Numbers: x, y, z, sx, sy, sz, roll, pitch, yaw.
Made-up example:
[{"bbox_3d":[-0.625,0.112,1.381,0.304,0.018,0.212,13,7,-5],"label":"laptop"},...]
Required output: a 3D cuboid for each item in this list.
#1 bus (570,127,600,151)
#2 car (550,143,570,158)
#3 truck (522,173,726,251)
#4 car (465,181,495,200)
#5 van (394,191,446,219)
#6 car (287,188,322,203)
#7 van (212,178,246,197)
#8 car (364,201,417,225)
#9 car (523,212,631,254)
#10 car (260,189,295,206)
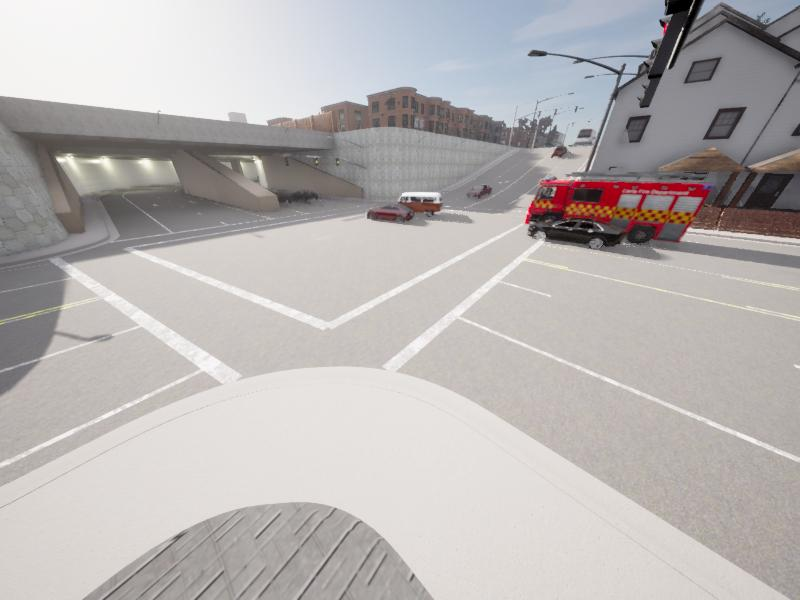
[{"bbox_3d":[48.458,-41.763,60.393,3.944,4.253,10.273,23,37,35],"label":"bus"},{"bbox_3d":[30.367,-28.347,43.822,1.851,1.617,3.988,24,51,34],"label":"car"},{"bbox_3d":[13.661,-6.381,15.585,8.468,3.827,2.891,23,37,35],"label":"truck"},{"bbox_3d":[11.124,-15.225,32.043,1.812,1.442,4.674,25,45,36],"label":"car"},{"bbox_3d":[1.924,-9.264,22.313,4.480,2.038,2.069,12,32,21],"label":"van"},{"bbox_3d":[-13.163,-14.409,31.755,4.902,1.511,2.128,22,37,34],"label":"car"},{"bbox_3d":[-28.873,-19.101,38.966,6.366,2.431,2.351,23,37,34],"label":"van"},{"bbox_3d":[-0.818,-7.763,20.388,4.181,1.385,1.994,13,33,21],"label":"car"},{"bbox_3d":[10.721,-4.323,14.334,4.892,1.490,1.837,23,37,35],"label":"car"},{"bbox_3d":[-15.749,-13.197,29.677,4.892,1.490,1.837,23,37,33],"label":"car"}]
